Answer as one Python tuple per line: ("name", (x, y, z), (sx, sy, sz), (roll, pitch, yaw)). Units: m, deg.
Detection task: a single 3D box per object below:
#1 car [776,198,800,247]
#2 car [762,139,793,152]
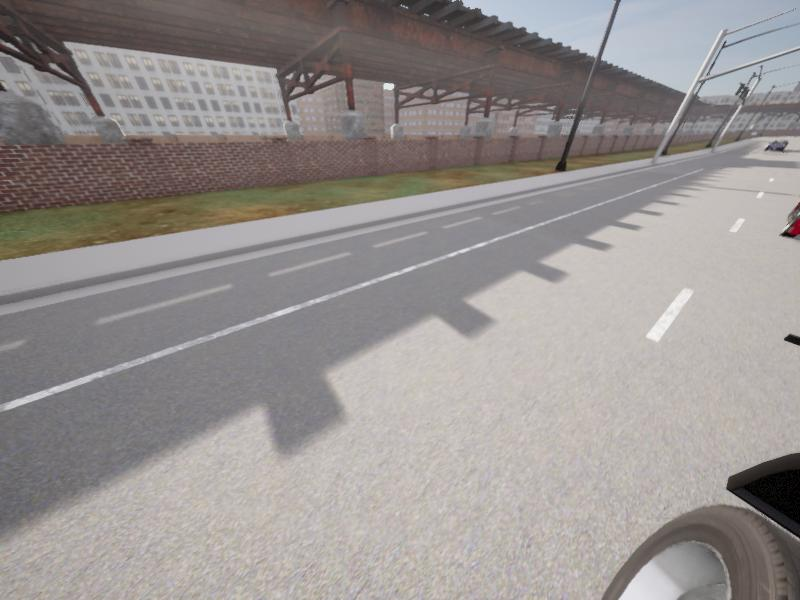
("car", (11.883, -2.265, 5.804), (4.181, 1.385, 1.994), (-22, 41, -28))
("car", (56.241, -23.019, 34.406), (3.633, 1.501, 1.845), (-23, 41, -27))
